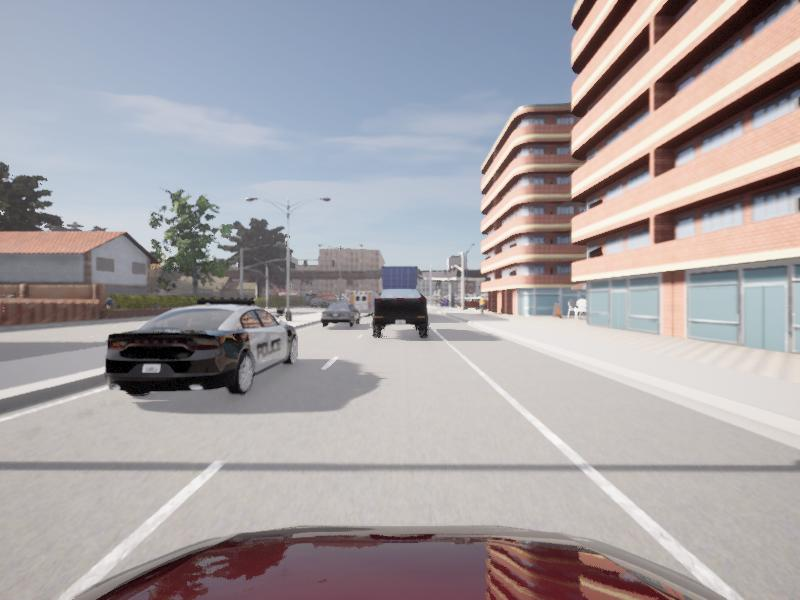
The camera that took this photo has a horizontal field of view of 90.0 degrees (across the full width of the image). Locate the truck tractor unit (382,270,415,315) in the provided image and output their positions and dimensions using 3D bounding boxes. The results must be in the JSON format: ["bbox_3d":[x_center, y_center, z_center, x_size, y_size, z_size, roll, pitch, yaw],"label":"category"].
[{"bbox_3d":[-0.163,-0.603,43.058,3.053,4.208,6.516,-3,-3,0],"label":"truck tractor unit"}]

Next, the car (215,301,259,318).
[{"bbox_3d":[-14.970,0.824,37.152,2.038,1.542,4.974,0,0,0],"label":"car"}]

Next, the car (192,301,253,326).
[{"bbox_3d":[-11.489,0.825,26.257,2.007,1.525,4.514,0,0,0],"label":"car"}]

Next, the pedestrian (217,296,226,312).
[{"bbox_3d":[-21.037,0.479,47.103,0.751,1.860,0.751,0,0,5],"label":"pedestrian"}]

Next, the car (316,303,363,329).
[{"bbox_3d":[-3.534,0.890,24.445,2.033,1.411,5.357,0,0,0],"label":"car"}]

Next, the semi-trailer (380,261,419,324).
[{"bbox_3d":[-0.061,-0.665,35.058,2.717,4.402,14.254,0,1,0],"label":"semi-trailer"}]

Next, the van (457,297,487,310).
[{"bbox_3d":[11.672,0.563,65.402,4.480,2.038,2.069,0,0,-2],"label":"van"}]

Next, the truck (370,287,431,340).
[{"bbox_3d":[0.016,0.540,18.966,2.390,2.098,6.274,0,0,0],"label":"truck"}]

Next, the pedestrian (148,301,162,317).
[{"bbox_3d":[-21.117,0.761,34.485,0.751,1.300,0.751,0,0,-2],"label":"pedestrian"}]

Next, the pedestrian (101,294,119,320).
[{"bbox_3d":[-20.779,0.481,28.709,0.751,1.860,0.751,0,0,-4],"label":"pedestrian"}]

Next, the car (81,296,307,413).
[{"bbox_3d":[-3.496,0.770,8.217,1.930,1.638,5.238,0,0,0],"label":"car"}]

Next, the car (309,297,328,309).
[{"bbox_3d":[-15.100,0.559,74.293,2.150,2.045,5.566,0,0,3],"label":"car"}]

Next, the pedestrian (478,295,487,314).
[{"bbox_3d":[8.074,0.463,39.147,0.751,1.860,0.751,0,0,8],"label":"pedestrian"}]

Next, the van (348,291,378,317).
[{"bbox_3d":[-3.580,0.373,40.123,2.351,2.431,6.366,0,0,1],"label":"van"}]
